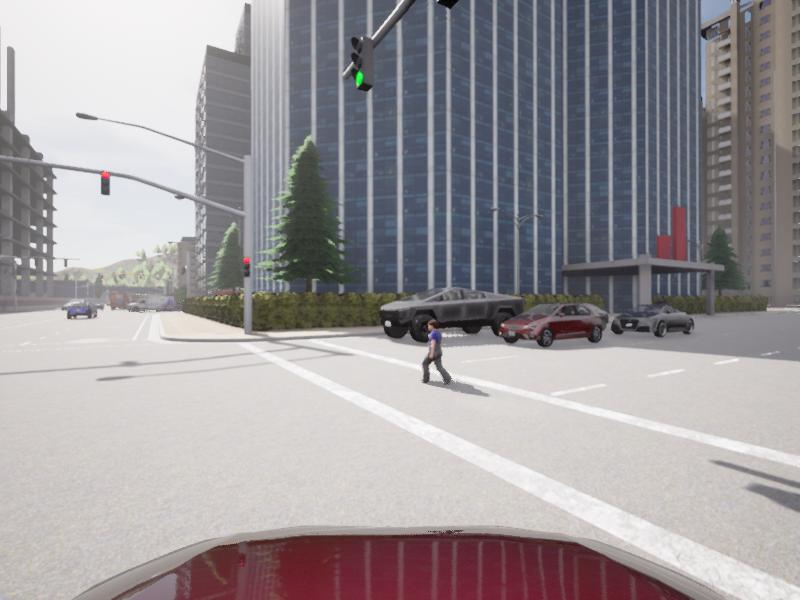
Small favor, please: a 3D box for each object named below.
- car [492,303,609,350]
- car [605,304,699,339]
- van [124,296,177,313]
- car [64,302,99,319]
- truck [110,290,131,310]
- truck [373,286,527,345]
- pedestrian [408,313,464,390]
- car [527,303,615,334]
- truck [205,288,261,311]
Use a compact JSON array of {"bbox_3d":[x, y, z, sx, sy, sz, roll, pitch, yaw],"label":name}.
[{"bbox_3d":[5.560,0.843,14.625,4.193,1.474,1.816,0,0,-31],"label":"car"},{"bbox_3d":[11.536,0.891,18.270,4.181,1.385,1.994,0,0,-32],"label":"car"},{"bbox_3d":[-37.999,0.619,61.150,2.351,2.431,6.366,0,0,36],"label":"van"},{"bbox_3d":[-30.708,1.009,38.698,2.007,1.525,4.514,0,0,-30],"label":"car"},{"bbox_3d":[-56.577,0.007,81.053,2.891,3.827,8.468,0,0,-31],"label":"truck"},{"bbox_3d":[2.205,0.544,16.684,6.274,2.098,2.390,0,0,-31],"label":"truck"},{"bbox_3d":[0.675,0.905,7.448,0.751,1.300,0.751,0,0,40],"label":"pedestrian"},{"bbox_3d":[8.923,0.865,20.766,4.674,1.442,1.812,0,0,-31],"label":"car"},{"bbox_3d":[-28.383,-0.085,68.342,8.468,3.827,2.891,0,0,-32],"label":"truck"}]
